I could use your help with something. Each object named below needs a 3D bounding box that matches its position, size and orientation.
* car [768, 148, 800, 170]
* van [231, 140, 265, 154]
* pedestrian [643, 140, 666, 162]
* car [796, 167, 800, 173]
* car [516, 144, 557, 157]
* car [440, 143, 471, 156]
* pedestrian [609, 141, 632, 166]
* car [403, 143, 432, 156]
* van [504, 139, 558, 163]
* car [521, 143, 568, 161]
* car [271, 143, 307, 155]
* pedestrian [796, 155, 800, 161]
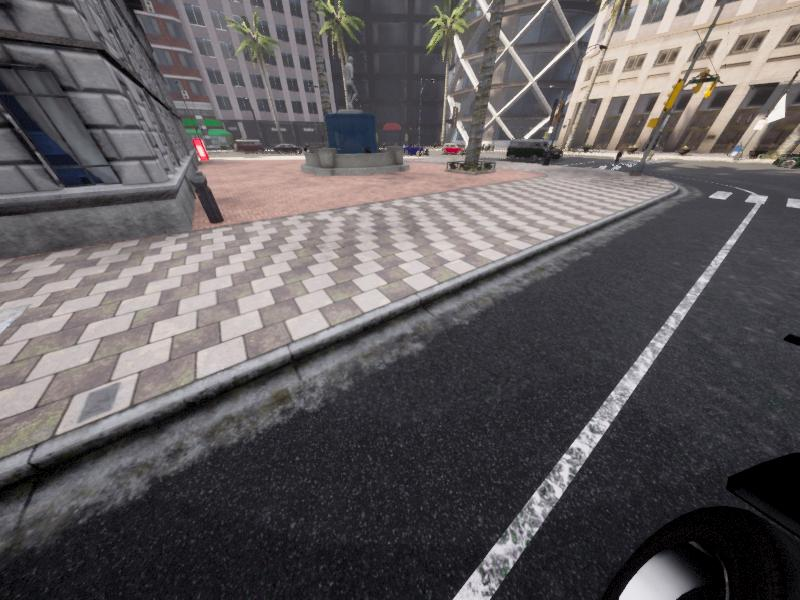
[{"bbox_3d":[33.293,-11.127,18.294,1.994,1.385,4.181,-22,41,-27],"label":"car"},{"bbox_3d":[-26.364,-26.672,40.240,4.442,1.987,1.775,-18,39,-23],"label":"van"},{"bbox_3d":[26.374,-15.437,23.990,0.751,1.860,0.751,-24,41,-29],"label":"pedestrian"},{"bbox_3d":[31.520,-9.164,15.282,1.930,1.638,5.238,-22,40,-28],"label":"car"},{"bbox_3d":[19.710,-21.756,33.540,1.895,1.301,4.718,-27,43,-33],"label":"car"},{"bbox_3d":[8.149,-22.233,34.140,3.806,1.475,1.970,19,40,26],"label":"car"},{"bbox_3d":[20.097,-13.359,21.084,0.751,1.860,0.751,-28,44,-34],"label":"pedestrian"},{"bbox_3d":[2.500,-21.797,33.517,3.633,1.501,1.845,14,37,19],"label":"car"},{"bbox_3d":[14.132,-16.353,25.302,1.775,1.987,4.442,-25,42,-30],"label":"van"},{"bbox_3d":[16.913,-17.430,27.146,1.851,1.617,3.988,-25,42,-30],"label":"car"},{"bbox_3d":[-18.255,-25.003,38.225,4.902,1.511,2.128,-7,36,-9],"label":"car"},{"bbox_3d":[40.455,-14.746,22.648,0.751,1.860,0.751,-29,44,-34],"label":"pedestrian"}]
